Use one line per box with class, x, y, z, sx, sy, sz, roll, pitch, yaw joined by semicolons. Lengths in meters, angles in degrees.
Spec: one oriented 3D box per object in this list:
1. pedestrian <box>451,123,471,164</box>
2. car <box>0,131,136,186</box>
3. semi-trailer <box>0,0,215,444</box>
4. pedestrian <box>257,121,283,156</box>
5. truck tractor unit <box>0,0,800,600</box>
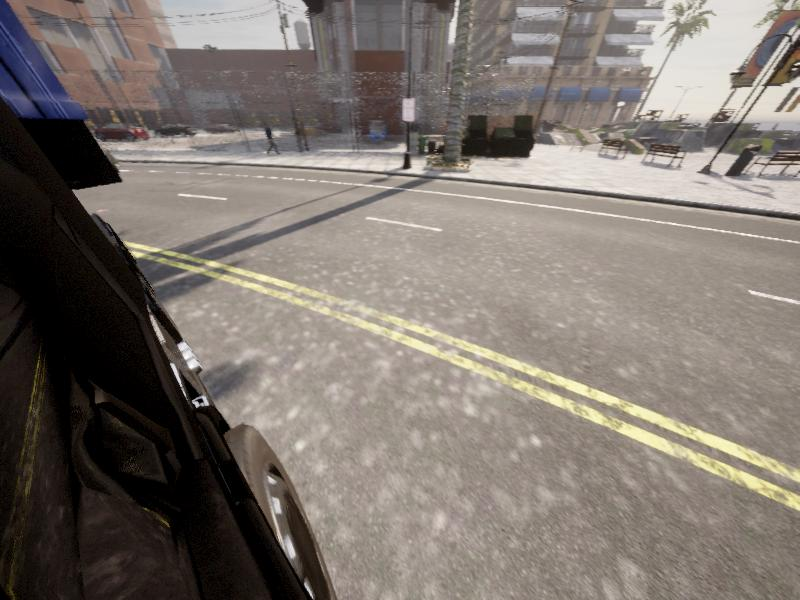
pedestrian;3.408;-8.788;12.975;0.751;1.860;0.751;10;39;12
car;-14.988;-5.978;9.654;5.027;1.651;2.152;4;38;4
semi-trailer;-9.968;-2.046;2.361;14.254;4.402;2.717;9;38;11
pedestrian;-8.490;-10.579;15.145;0.751;1.860;0.751;0;38;-1
truck tractor unit;-2.645;-0.295;0.351;6.516;4.208;3.053;28;43;30
